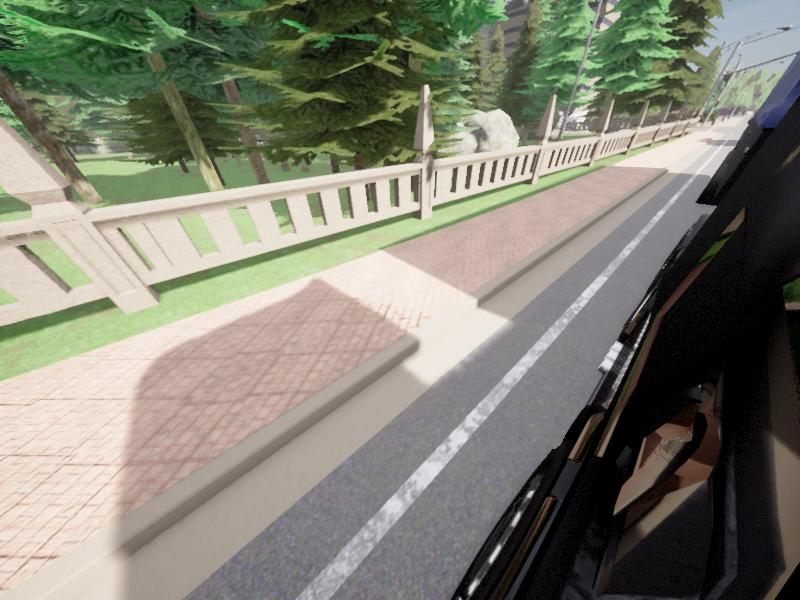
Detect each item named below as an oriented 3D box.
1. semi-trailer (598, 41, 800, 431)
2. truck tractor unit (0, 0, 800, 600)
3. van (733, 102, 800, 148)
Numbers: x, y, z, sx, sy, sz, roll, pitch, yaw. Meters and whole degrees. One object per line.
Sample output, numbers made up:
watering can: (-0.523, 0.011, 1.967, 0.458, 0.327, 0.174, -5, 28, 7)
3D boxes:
semi-trailer: (8.685, -3.622, 4.228, 14.254, 4.402, 2.717, -28, 44, -30)
truck tractor unit: (2.645, -0.295, 0.352, 6.516, 4.208, 3.053, -28, 44, -30)
van: (28.077, -13.232, 17.409, 6.366, 2.431, 2.351, -28, 44, -30)
